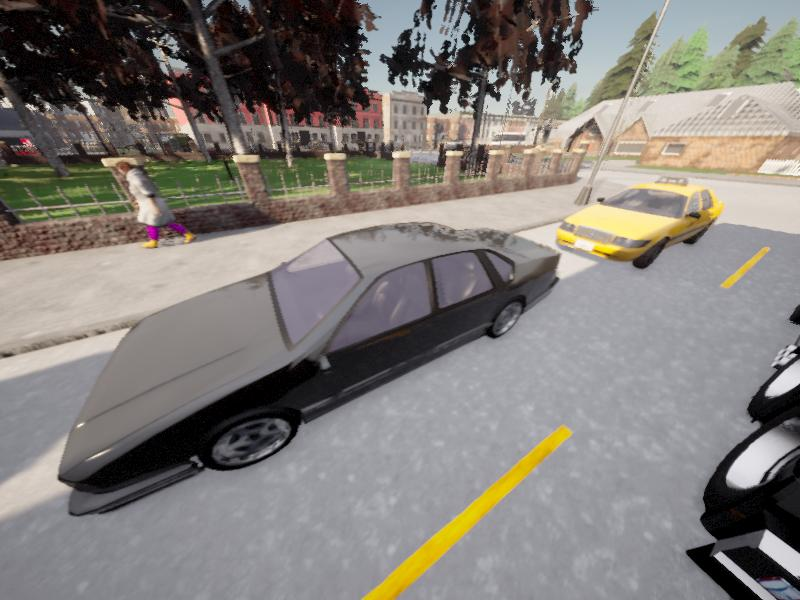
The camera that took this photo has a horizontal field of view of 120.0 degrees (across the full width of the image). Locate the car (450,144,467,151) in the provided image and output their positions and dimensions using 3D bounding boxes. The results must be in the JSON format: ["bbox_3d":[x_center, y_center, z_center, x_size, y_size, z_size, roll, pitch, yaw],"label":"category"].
[{"bbox_3d":[14.213,-37.314,56.437,3.633,1.501,1.845,-18,39,-24],"label":"car"}]

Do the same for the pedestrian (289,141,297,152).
[{"bbox_3d":[-20.606,-29.583,44.491,0.751,1.860,0.751,-28,44,-35],"label":"pedestrian"}]

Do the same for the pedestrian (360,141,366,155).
[{"bbox_3d":[-6.062,-25.050,38.110,0.751,1.860,0.751,-12,37,-17],"label":"pedestrian"}]

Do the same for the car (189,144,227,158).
[{"bbox_3d":[-27.217,-21.194,32.866,3.705,1.549,1.789,-18,39,-24],"label":"car"}]

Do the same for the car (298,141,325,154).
[{"bbox_3d":[-16.024,-27.586,41.861,3.866,1.878,1.905,-18,39,-24],"label":"car"}]

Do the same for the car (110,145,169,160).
[{"bbox_3d":[-33.444,-19.156,29.903,4.514,1.525,2.007,-18,39,-24],"label":"car"}]

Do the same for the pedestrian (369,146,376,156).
[{"bbox_3d":[-4.317,-23.437,36.297,0.751,1.300,0.751,-18,39,-24],"label":"pedestrian"}]

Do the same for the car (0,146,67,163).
[{"bbox_3d":[-41.510,-16.508,26.066,3.806,1.475,1.970,-18,39,-24],"label":"car"}]

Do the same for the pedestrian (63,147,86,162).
[{"bbox_3d":[-34.785,-15.558,24.692,0.751,1.300,0.751,-18,39,-25],"label":"pedestrian"}]

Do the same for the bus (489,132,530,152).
[{"bbox_3d":[29.926,-43.273,63.142,10.273,4.253,3.944,-18,39,-24],"label":"bus"}]

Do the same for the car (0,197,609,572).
[{"bbox_3d":[-0.165,-0.098,2.928,5.357,1.411,2.033,-18,39,-25],"label":"car"}]

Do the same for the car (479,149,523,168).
[{"bbox_3d":[10.424,-14.804,24.045,1.845,1.501,3.633,-18,39,-24],"label":"car"}]

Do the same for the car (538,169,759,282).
[{"bbox_3d":[6.270,-2.185,5.823,5.366,1.575,1.801,-18,39,-24],"label":"car"}]

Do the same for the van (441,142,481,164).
[{"bbox_3d":[7.326,-18.099,28.306,2.069,2.038,4.480,-18,39,-24],"label":"van"}]

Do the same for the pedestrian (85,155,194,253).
[{"bbox_3d":[-5.590,-2.121,5.153,0.751,1.860,0.751,-18,39,-24],"label":"pedestrian"}]

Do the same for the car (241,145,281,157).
[{"bbox_3d":[-21.386,-23.067,35.663,4.892,1.490,1.837,-19,39,-25],"label":"car"}]

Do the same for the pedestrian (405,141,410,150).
[{"bbox_3d":[1.724,-36.639,54.839,0.751,1.860,0.751,-21,40,-28],"label":"pedestrian"}]

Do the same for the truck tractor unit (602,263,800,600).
[{"bbox_3d":[5.114,-0.296,0.786,6.516,4.208,3.053,-18,39,-24],"label":"truck tractor unit"}]
